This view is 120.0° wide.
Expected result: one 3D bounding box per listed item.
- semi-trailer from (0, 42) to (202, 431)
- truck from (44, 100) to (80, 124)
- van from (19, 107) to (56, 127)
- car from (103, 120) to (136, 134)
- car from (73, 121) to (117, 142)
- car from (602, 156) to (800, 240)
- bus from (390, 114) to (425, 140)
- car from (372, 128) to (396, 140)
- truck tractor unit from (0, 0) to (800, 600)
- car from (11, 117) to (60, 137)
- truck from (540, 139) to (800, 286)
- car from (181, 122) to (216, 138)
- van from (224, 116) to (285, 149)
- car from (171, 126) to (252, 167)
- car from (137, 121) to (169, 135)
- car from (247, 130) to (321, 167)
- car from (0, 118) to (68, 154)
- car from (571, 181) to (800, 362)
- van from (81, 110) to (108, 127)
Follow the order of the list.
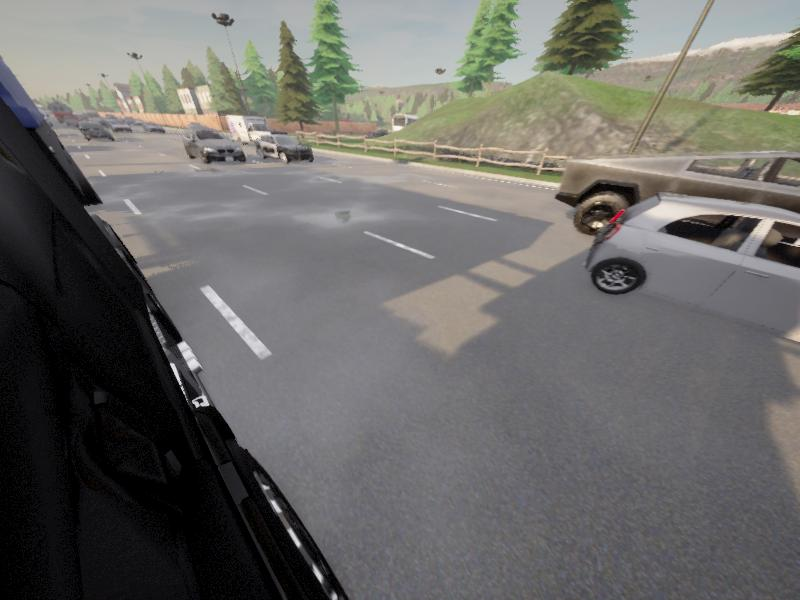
[{"bbox_3d":[-8.709,-3.597,4.220,14.254,4.402,2.717,28,44,30],"label":"semi-trailer"},{"bbox_3d":[-76.922,-42.654,52.564,8.468,3.827,2.891,28,44,30],"label":"truck"},{"bbox_3d":[-61.520,-31.086,39.264,6.366,2.431,2.351,28,44,30],"label":"van"},{"bbox_3d":[-39.528,-24.375,32.541,5.357,1.411,2.033,28,44,30],"label":"car"},{"bbox_3d":[-29.455,-16.276,22.283,4.892,1.490,1.837,28,44,30],"label":"car"},{"bbox_3d":[9.674,-3.600,7.708,3.988,1.617,1.851,28,44,30],"label":"car"},{"bbox_3d":[1.748,-38.447,51.483,3.944,4.253,10.273,16,39,17],"label":"bus"},{"bbox_3d":[-3.147,-32.985,45.945,4.553,1.767,2.097,-29,47,-35],"label":"car"},{"bbox_3d":[-2.645,-0.295,0.351,6.516,4.208,3.053,28,44,30],"label":"truck tractor unit"},{"bbox_3d":[-37.931,-18.064,24.151,4.792,1.488,2.163,28,44,30],"label":"car"},{"bbox_3d":[7.357,-2.299,5.420,6.274,2.098,2.390,28,44,30],"label":"truck"},{"bbox_3d":[-28.408,-24.013,32.541,5.238,1.638,1.930,28,44,30],"label":"car"},{"bbox_3d":[-14.780,-17.035,23.424,6.366,2.431,2.351,28,44,30],"label":"van"},{"bbox_3d":[-11.644,-9.558,14.273,4.611,1.667,2.242,29,44,30],"label":"car"},{"bbox_3d":[-37.088,-25.814,34.611,5.357,1.411,2.033,28,44,30],"label":"car"},{"bbox_3d":[-7.784,-10.220,15.426,5.238,1.638,1.930,28,44,30],"label":"car"},{"bbox_3d":[-24.740,-11.058,15.509,5.027,1.651,2.152,28,44,30],"label":"car"},{"bbox_3d":[5.104,-0.527,3.389,3.633,1.501,1.845,28,44,30],"label":"car"},{"bbox_3d":[-61.667,-36.701,46.651,5.915,2.561,1.988,28,44,30],"label":"van"}]
